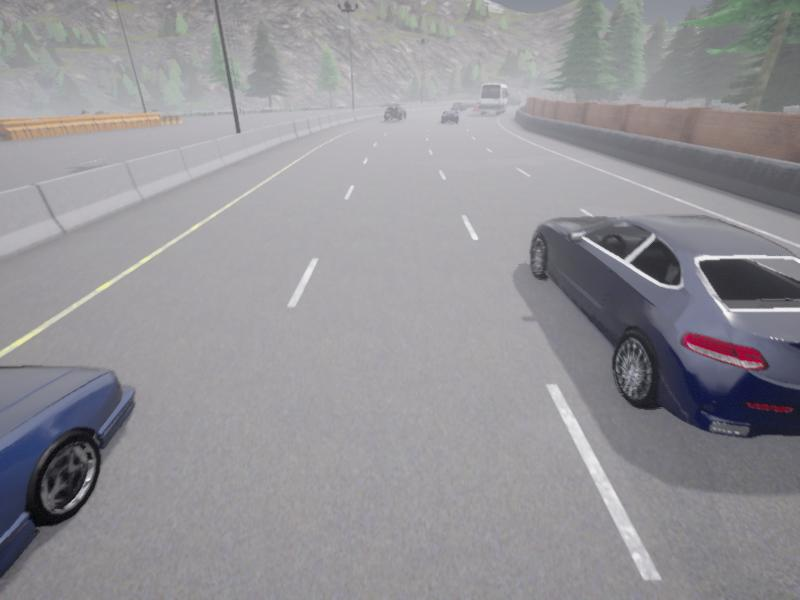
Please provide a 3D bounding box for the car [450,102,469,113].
[{"bbox_3d":[10.627,-34.383,71.238,2.033,1.649,4.856,11,29,20],"label":"car"}]

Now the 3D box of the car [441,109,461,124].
[{"bbox_3d":[5.951,-21.270,46.285,1.895,1.301,4.718,5,28,10],"label":"car"}]

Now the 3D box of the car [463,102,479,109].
[{"bbox_3d":[15.698,-42.972,88.181,1.895,1.301,4.718,14,31,26],"label":"car"}]

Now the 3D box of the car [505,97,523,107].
[{"bbox_3d":[28.628,-49.742,100.350,2.150,2.045,5.566,18,33,32],"label":"car"}]

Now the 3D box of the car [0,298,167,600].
[{"bbox_3d":[-3.492,1.844,1.533,2.033,1.411,5.357,0,27,0],"label":"car"}]

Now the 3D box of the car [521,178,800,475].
[{"bbox_3d":[3.506,-0.331,5.420,2.152,1.651,5.027,0,27,0],"label":"car"}]

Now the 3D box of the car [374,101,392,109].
[{"bbox_3d":[-3.742,-43.220,88.621,1.882,1.535,5.008,12,30,23],"label":"car"}]

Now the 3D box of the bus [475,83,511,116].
[{"bbox_3d":[14.767,-31.622,63.000,3.944,4.253,10.273,9,29,17],"label":"bus"}]

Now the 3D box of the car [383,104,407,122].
[{"bbox_3d":[-0.521,-22.863,48.804,1.932,1.855,4.605,5,28,11],"label":"car"}]
